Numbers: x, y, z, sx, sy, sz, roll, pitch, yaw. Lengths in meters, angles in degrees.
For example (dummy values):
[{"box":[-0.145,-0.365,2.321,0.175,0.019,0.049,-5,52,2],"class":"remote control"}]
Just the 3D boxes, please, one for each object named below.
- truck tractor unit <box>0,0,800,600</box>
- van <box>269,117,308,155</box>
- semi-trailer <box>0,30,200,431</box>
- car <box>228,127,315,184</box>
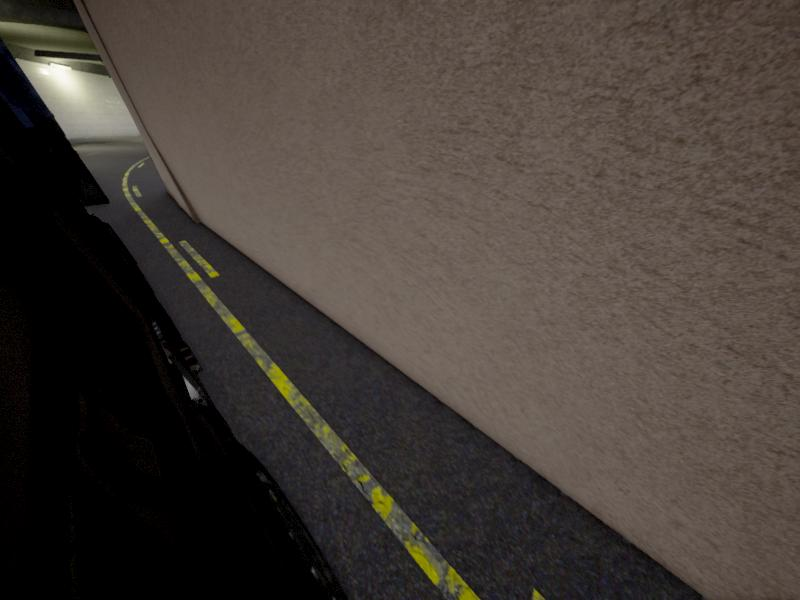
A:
[{"box":[-2.645,-0.295,0.352,6.516,4.208,3.053,28,44,30],"class":"truck tractor unit"},{"box":[-10.228,-14.995,21.063,2.351,2.431,6.366,-13,39,-19],"class":"van"},{"box":[-8.639,-3.639,4.293,14.254,4.402,2.717,29,44,30],"class":"semi-trailer"},{"box":[-6.426,-7.309,11.470,1.932,1.855,4.605,-29,48,-35],"class":"car"}]
